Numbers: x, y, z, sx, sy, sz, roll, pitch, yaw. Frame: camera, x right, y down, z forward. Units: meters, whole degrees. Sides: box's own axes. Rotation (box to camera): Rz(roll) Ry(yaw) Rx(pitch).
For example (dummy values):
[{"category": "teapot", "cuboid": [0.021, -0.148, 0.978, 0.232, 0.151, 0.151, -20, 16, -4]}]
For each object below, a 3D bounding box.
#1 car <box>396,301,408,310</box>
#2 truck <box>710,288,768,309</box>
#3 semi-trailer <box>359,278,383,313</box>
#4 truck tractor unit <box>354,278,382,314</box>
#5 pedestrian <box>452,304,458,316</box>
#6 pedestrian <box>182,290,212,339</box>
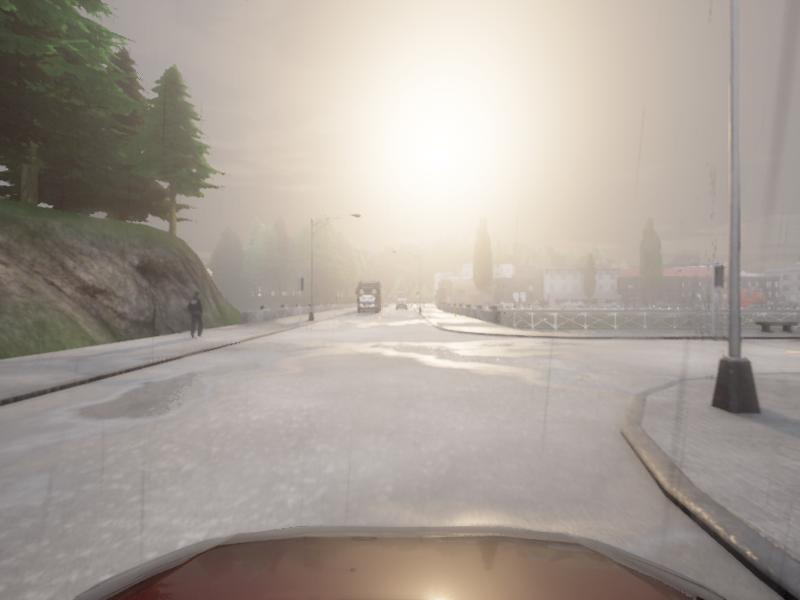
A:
[{"category": "car", "cuboid": [0.282, 0.906, 70.745, 2.038, 1.542, 4.974, 0, 0, 0]}, {"category": "truck", "cuboid": [64.231, -0.238, 75.893, 8.468, 3.827, 2.891, 0, 0, 0]}, {"category": "semi-trailer", "cuboid": [-4.005, -0.551, 57.885, 2.717, 4.402, 14.254, 0, 0, -1]}, {"category": "truck tractor unit", "cuboid": [-3.855, -0.464, 49.974, 3.053, 4.208, 6.516, 0, 0, -1]}, {"category": "pedestrian", "cuboid": [5.374, 0.958, 38.922, 0.500, 1.100, 0.500, 0, 0, 0]}, {"category": "pedestrian", "cuboid": [-7.874, 0.551, 15.541, 0.751, 1.860, 0.751, 0, 0, 2]}]
